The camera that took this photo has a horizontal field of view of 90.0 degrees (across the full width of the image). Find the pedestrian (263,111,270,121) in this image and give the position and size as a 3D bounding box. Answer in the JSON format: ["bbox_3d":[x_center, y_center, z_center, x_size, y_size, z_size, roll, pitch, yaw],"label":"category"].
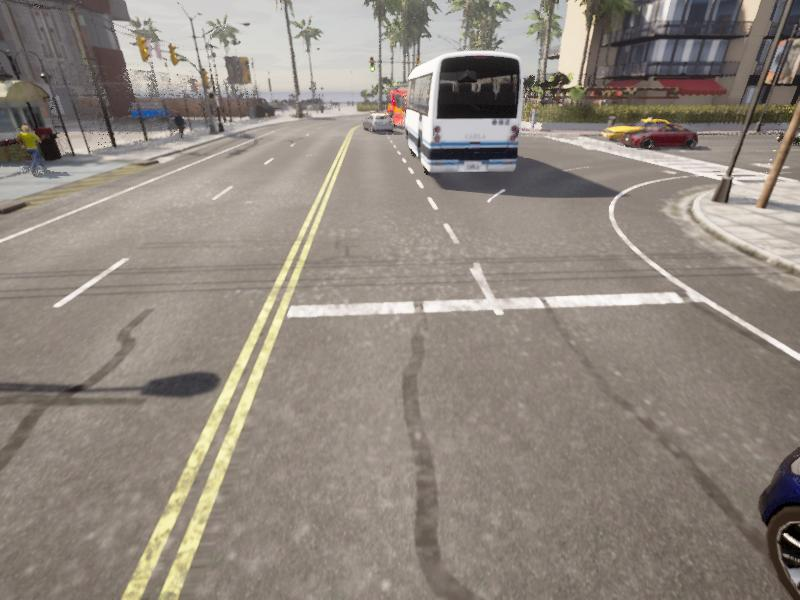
[{"bbox_3d":[-15.688,-21.705,47.144,0.500,1.100,0.500,1,27,1],"label":"pedestrian"}]

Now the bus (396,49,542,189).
[{"bbox_3d":[2.136,-8.292,18.031,3.944,4.253,10.273,-2,27,-4],"label":"bus"}]

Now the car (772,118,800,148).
[{"bbox_3d":[26.541,-10.572,25.277,3.988,1.617,1.851,-2,27,-4],"label":"car"}]

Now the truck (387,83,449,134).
[{"bbox_3d":[1.366,-17.939,37.208,2.891,3.827,8.468,-9,28,-16],"label":"truck"}]

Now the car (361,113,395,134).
[{"bbox_3d":[-1.970,-15.585,35.213,1.970,1.475,3.806,-9,29,-17],"label":"car"}]

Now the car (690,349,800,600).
[{"bbox_3d":[3.689,2.060,0.972,2.163,1.488,4.792,-2,27,-4],"label":"car"}]

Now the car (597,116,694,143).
[{"bbox_3d":[16.916,-11.837,27.783,5.366,1.575,1.801,-2,27,-3],"label":"car"}]

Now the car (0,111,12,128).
[{"bbox_3d":[-39.908,-17.011,37.880,2.002,1.452,4.674,-2,27,-4],"label":"car"}]

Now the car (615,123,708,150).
[{"bbox_3d":[15.966,-10.097,24.642,4.181,1.385,1.994,-1,27,-3],"label":"car"}]

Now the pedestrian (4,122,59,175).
[{"bbox_3d":[-14.457,-5.948,15.750,0.751,1.860,0.751,-2,27,-4],"label":"pedestrian"}]

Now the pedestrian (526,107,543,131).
[{"bbox_3d":[11.356,-15.288,33.801,0.751,1.860,0.751,-11,29,-20],"label":"pedestrian"}]

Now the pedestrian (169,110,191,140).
[{"bbox_3d":[-15.307,-12.177,27.834,0.751,1.860,0.751,-3,27,-6],"label":"pedestrian"}]
